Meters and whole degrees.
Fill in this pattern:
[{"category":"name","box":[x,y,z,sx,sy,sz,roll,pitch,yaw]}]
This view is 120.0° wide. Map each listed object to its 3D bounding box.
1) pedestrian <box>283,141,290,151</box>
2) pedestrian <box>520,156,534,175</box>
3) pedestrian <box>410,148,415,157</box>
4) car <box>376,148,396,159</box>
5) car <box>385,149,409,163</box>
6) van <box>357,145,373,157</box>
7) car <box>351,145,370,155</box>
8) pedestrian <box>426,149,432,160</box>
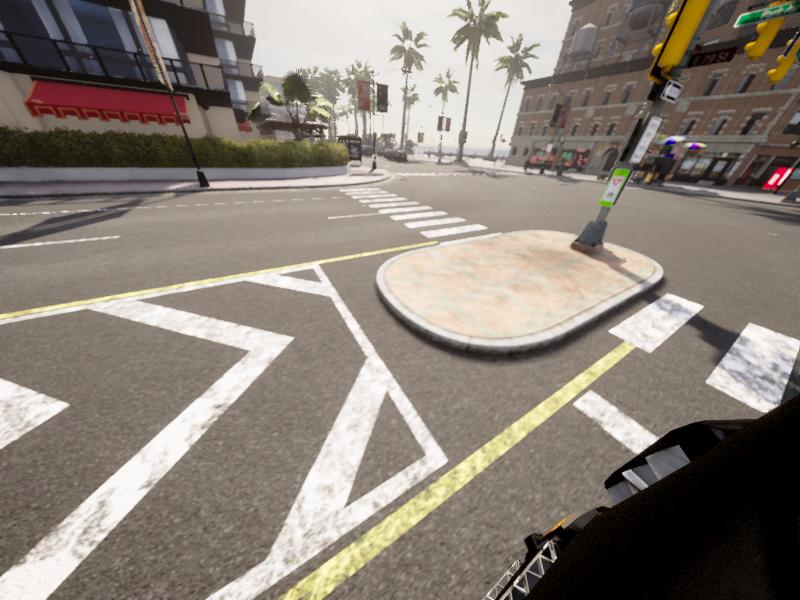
[{"category":"pedestrian","box":[-26.061,-35.465,53.235,0.751,1.860,0.751,19,37,22]},{"category":"pedestrian","box":[15.384,-16.302,27.998,0.751,1.860,0.751,-15,38,-25]},{"category":"pedestrian","box":[2.970,-35.127,55.057,0.751,1.860,0.751,-11,36,-20]},{"category":"car","box":[-3.073,-31.306,49.358,2.152,1.651,5.027,-16,38,-26]},{"category":"car","box":[-0.602,-24.890,39.858,2.242,1.667,4.611,-16,38,-26]},{"category":"van","box":[-7.669,-32.162,49.951,1.775,1.987,4.442,-16,38,-26]},{"category":"car","box":[-9.998,-38.026,58.537,2.150,2.045,5.566,-21,41,-32]},{"category":"pedestrian","box":[6.026,-29.926,47.476,0.751,1.860,0.751,-26,43,-36]}]
